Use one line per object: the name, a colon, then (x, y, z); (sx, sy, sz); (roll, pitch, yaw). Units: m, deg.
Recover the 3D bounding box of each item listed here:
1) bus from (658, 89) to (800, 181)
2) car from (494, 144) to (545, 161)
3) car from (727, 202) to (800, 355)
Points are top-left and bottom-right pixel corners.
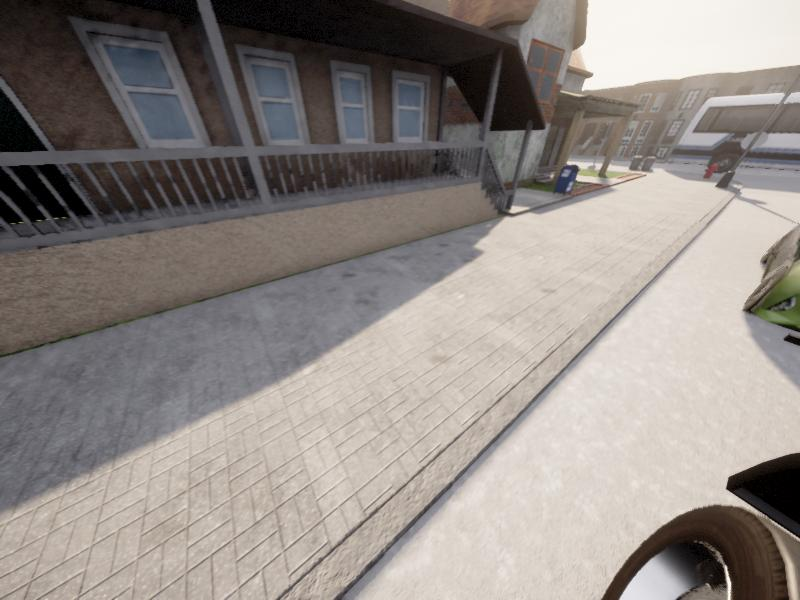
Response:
bus: (24.478, -9.975, 14.091); (3.944, 4.253, 10.273); (-23, 42, -28)
car: (13.764, -17.291, 26.929); (1.837, 1.490, 4.892); (-23, 41, -28)
car: (7.059, -0.519, 3.247); (4.514, 1.525, 2.007); (-23, 41, -28)
